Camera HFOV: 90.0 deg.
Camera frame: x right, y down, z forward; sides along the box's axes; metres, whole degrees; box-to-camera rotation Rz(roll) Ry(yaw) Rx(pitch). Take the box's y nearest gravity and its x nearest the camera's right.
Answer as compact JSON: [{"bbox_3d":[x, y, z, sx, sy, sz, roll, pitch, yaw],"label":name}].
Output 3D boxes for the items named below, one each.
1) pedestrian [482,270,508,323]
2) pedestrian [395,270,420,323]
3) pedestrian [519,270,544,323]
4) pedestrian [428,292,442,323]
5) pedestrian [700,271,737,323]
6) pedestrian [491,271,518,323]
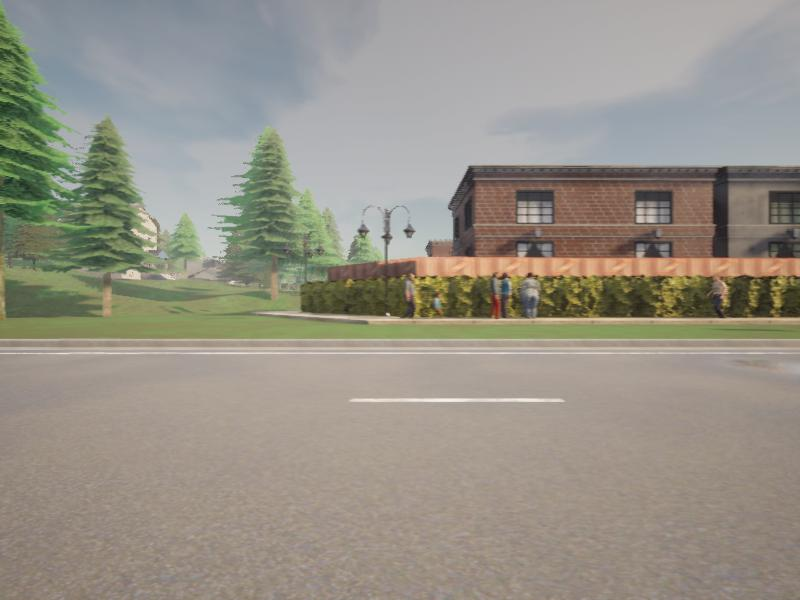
[{"bbox_3d":[3.391,-0.115,14.332,0.751,1.860,0.751,0,0,2],"label":"pedestrian"},{"bbox_3d":[0.295,-0.115,14.548,0.751,1.860,0.751,0,0,16],"label":"pedestrian"},{"bbox_3d":[4.765,-0.115,14.568,0.751,1.860,0.751,0,0,9],"label":"pedestrian"},{"bbox_3d":[1.263,0.265,14.400,0.500,1.100,0.500,0,0,9],"label":"pedestrian"},{"bbox_3d":[11.627,-0.116,14.640,0.751,1.860,0.751,0,0,0],"label":"pedestrian"},{"bbox_3d":[3.812,-0.115,14.636,0.751,1.860,0.751,0,0,-4],"label":"pedestrian"}]
